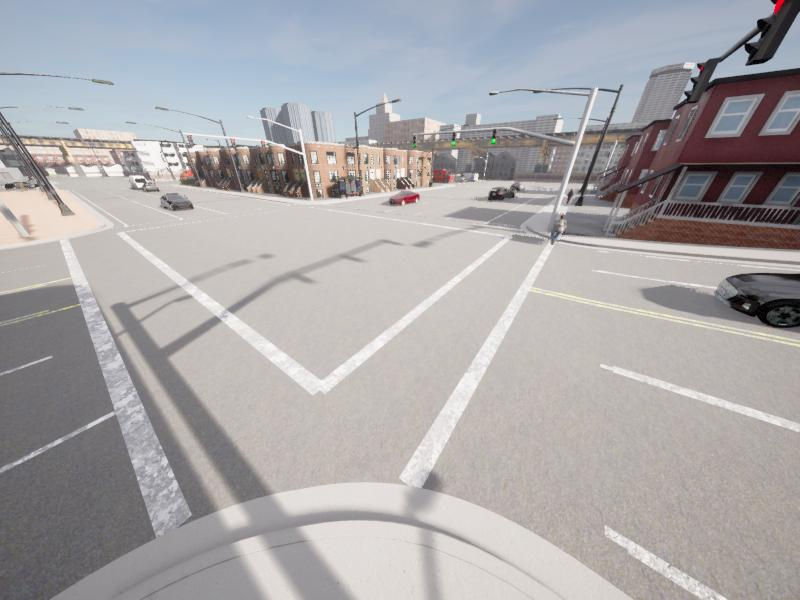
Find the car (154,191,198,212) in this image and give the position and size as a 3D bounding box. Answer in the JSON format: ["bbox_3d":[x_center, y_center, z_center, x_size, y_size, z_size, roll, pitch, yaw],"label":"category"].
[{"bbox_3d":[-25.064,-11.054,25.804,5.238,1.638,1.930,20,36,31],"label":"car"}]

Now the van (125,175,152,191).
[{"bbox_3d":[-54.032,-24.244,47.712,5.915,2.561,1.988,20,36,31],"label":"van"}]

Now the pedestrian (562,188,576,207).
[{"bbox_3d":[19.419,-11.781,26.491,0.751,1.860,0.751,19,35,30],"label":"pedestrian"}]

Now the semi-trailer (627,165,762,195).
[{"bbox_3d":[50.634,-21.341,40.822,14.254,4.402,2.717,13,32,21],"label":"semi-trailer"}]

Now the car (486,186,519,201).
[{"bbox_3d":[14.821,-15.480,33.441,4.611,1.667,2.242,-23,37,-34],"label":"car"}]

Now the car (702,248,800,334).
[{"bbox_3d":[12.056,0.004,5.797,4.856,1.649,2.033,15,33,33],"label":"car"}]

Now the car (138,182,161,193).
[{"bbox_3d":[-47.543,-21.412,43.855,3.988,1.617,1.851,20,36,31],"label":"car"}]

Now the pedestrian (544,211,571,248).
[{"bbox_3d":[9.134,-4.078,13.421,0.751,1.860,0.751,21,36,32],"label":"pedestrian"}]

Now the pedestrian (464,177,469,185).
[{"bbox_3d":[17.590,-31.541,61.022,0.751,1.860,0.751,18,35,28],"label":"pedestrian"}]

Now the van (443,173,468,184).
[{"bbox_3d":[16.042,-35.255,66.935,6.366,2.431,2.351,20,36,31],"label":"van"}]

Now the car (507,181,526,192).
[{"bbox_3d":[22.890,-22.179,45.183,2.038,1.542,4.974,20,35,30],"label":"car"}]

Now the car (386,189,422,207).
[{"bbox_3d":[0.607,-12.938,29.172,1.882,1.535,5.008,20,36,31],"label":"car"}]

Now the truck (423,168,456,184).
[{"bbox_3d":[11.122,-35.484,65.935,8.468,3.827,2.891,20,36,31],"label":"truck"}]

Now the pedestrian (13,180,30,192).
[{"bbox_3d":[-68.846,-20.671,42.001,0.751,1.860,0.751,-22,37,-33],"label":"pedestrian"}]

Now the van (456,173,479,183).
[{"bbox_3d":[20.740,-37.715,71.197,6.366,2.431,2.351,24,37,35],"label":"van"}]
